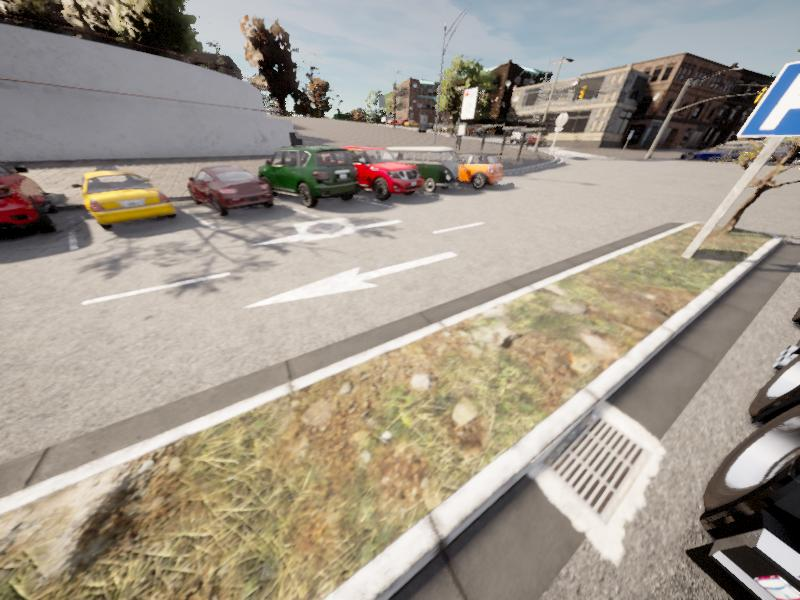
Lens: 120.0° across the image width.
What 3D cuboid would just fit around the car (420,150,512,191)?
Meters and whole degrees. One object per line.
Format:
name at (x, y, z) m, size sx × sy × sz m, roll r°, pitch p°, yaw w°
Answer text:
car at (3.744, -7.898, 13.830) m, size 4.553 × 1.767 × 2.185 m, roll 26°, pitch 42°, yaw 33°

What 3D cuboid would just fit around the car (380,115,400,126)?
car at (-2.831, -51.920, 66.828) m, size 2.435 × 2.045 × 5.566 m, roll 26°, pitch 41°, yaw 31°

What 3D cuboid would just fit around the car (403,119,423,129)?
car at (3.401, -45.116, 59.183) m, size 1.946 × 1.575 × 5.366 m, roll 30°, pitch 44°, yaw 28°

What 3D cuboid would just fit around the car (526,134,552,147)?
car at (21.204, -24.335, 35.281) m, size 2.002 × 1.452 × 4.674 m, roll 31°, pitch 44°, yaw 28°

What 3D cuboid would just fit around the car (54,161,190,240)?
car at (-9.483, -3.663, 7.857) m, size 5.366 × 1.575 × 1.946 m, roll 25°, pitch 42°, yaw 32°

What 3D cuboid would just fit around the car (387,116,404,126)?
car at (-1.284, -50.257, 64.938) m, size 2.185 × 1.767 × 4.553 m, roll 28°, pitch 42°, yaw 29°

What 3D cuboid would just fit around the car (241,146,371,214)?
car at (-4.158, -5.509, 10.113) m, size 5.566 × 2.045 × 2.435 m, roll 25°, pitch 42°, yaw 32°

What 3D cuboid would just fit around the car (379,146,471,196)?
car at (1.184, -7.122, 12.517) m, size 4.442 × 1.987 × 1.878 m, roll 25°, pitch 41°, yaw 32°

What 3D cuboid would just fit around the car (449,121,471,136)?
car at (12.220, -34.835, 46.962) m, size 1.878 × 1.987 × 4.442 m, roll 31°, pitch 44°, yaw 28°

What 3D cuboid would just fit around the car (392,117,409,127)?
car at (0.209, -48.562, 62.927) m, size 2.185 × 1.767 × 4.553 m, roll 29°, pitch 43°, yaw 28°

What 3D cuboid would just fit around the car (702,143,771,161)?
car at (43.016, -19.120, 29.781) m, size 2.185 × 1.767 × 4.553 m, roll -29°, pitch 43°, yaw -36°

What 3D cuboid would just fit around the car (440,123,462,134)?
car at (10.904, -36.517, 49.282) m, size 1.946 × 1.575 × 5.366 m, roll 31°, pitch 44°, yaw 28°

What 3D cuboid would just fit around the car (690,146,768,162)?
car at (40.418, -18.225, 28.691) m, size 1.946 × 1.575 × 5.366 m, roll -29°, pitch 43°, yaw -36°

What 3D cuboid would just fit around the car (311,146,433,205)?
car at (-1.498, -6.336, 11.323) m, size 5.566 × 2.045 × 2.435 m, roll 25°, pitch 41°, yaw 32°

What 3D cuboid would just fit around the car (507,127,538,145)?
car at (19.750, -26.298, 37.104) m, size 2.435 × 2.045 × 5.566 m, roll 31°, pitch 44°, yaw 28°

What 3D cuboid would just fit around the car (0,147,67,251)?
car at (-11.961, -2.961, 6.390) m, size 5.566 × 2.045 × 2.435 m, roll 25°, pitch 42°, yaw 32°

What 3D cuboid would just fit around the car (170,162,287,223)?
car at (-6.738, -4.408, 9.020) m, size 4.674 × 1.452 × 2.002 m, roll 25°, pitch 42°, yaw 32°

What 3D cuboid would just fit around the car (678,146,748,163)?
car at (37.508, -17.655, 27.932) m, size 4.792 × 1.488 × 2.163 m, roll 29°, pitch 44°, yaw 36°

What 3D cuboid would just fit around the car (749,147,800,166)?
car at (40.222, -15.269, 24.458) m, size 4.902 × 1.511 × 2.128 m, roll -15°, pitch 37°, yaw -20°

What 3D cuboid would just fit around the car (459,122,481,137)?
car at (13.712, -33.108, 44.972) m, size 1.878 × 1.987 × 4.442 m, roll 31°, pitch 44°, yaw 28°

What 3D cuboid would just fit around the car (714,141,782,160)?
car at (45.877, -19.842, 30.653) m, size 1.878 × 1.987 × 4.442 m, roll -28°, pitch 43°, yaw -35°

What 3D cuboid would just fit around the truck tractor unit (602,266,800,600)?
truck tractor unit at (5.113, -0.297, 0.782) m, size 6.516 × 4.208 × 3.053 m, roll -18°, pitch 39°, yaw -24°

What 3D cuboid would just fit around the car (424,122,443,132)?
car at (7.789, -39.853, 53.163) m, size 2.002 × 1.452 × 4.674 m, roll 30°, pitch 44°, yaw 28°

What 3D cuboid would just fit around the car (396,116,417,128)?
car at (1.768, -46.934, 60.867) m, size 2.435 × 2.045 × 5.566 m, roll 30°, pitch 44°, yaw 27°

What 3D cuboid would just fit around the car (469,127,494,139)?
car at (15.245, -31.256, 43.197) m, size 2.231 × 1.521 × 4.892 m, roll 31°, pitch 44°, yaw 28°

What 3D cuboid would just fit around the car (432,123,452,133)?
car at (9.296, -38.130, 51.180) m, size 2.002 × 1.452 × 4.674 m, roll 31°, pitch 44°, yaw 28°
